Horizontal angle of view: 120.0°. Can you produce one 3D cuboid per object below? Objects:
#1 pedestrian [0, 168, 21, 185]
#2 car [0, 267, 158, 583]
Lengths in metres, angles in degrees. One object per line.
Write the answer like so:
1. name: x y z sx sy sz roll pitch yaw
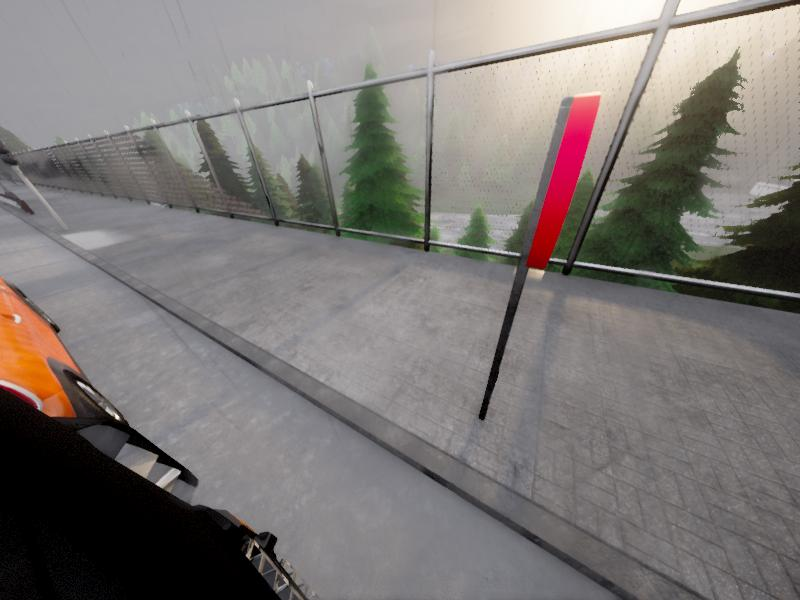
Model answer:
1. pedestrian: -50.581 -15.922 29.829 0.751 1.860 0.751 15 38 25
2. car: -4.633 0.594 1.774 4.553 1.767 2.097 16 38 26
